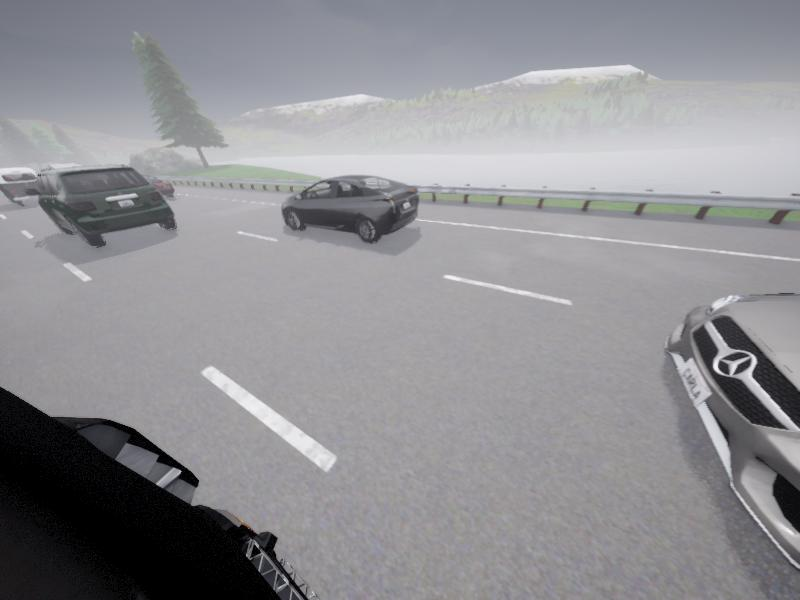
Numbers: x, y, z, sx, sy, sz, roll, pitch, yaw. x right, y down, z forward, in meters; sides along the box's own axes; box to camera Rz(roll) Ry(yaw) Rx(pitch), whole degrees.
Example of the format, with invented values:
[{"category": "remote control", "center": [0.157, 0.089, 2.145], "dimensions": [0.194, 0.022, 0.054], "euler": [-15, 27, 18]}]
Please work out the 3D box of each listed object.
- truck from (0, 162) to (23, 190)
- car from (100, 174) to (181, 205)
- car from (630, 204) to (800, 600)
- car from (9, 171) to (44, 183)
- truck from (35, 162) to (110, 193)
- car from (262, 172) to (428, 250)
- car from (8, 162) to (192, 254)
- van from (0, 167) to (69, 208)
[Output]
[{"category": "truck", "center": [-44.813, -13.416, 25.158], "dimensions": [5.204, 2.467, 2.627], "euler": [15, 38, 26]}, {"category": "car", "center": [-16.318, -7.033, 14.509], "dimensions": [4.718, 1.301, 1.895], "euler": [16, 38, 26]}, {"category": "car", "center": [4.494, 1.026, 0.583], "dimensions": [5.027, 1.651, 2.152], "euler": [16, 38, 26]}, {"category": "car", "center": [-54.847, -18.031, 33.899], "dimensions": [4.718, 1.301, 1.895], "euler": [16, 38, 26]}, {"category": "truck", "center": [-30.023, -11.273, 21.174], "dimensions": [6.274, 2.098, 2.390], "euler": [16, 38, 26]}, {"category": "car", "center": [-1.651, -2.940, 7.059], "dimensions": [4.514, 1.525, 2.007], "euler": [16, 38, 26]}, {"category": "car", "center": [-10.110, -3.321, 7.810], "dimensions": [5.566, 2.045, 2.150], "euler": [15, 38, 26]}, {"category": "van", "center": [-24.703, -7.481, 15.158], "dimensions": [4.480, 2.038, 2.069], "euler": [16, 38, 26]}]
